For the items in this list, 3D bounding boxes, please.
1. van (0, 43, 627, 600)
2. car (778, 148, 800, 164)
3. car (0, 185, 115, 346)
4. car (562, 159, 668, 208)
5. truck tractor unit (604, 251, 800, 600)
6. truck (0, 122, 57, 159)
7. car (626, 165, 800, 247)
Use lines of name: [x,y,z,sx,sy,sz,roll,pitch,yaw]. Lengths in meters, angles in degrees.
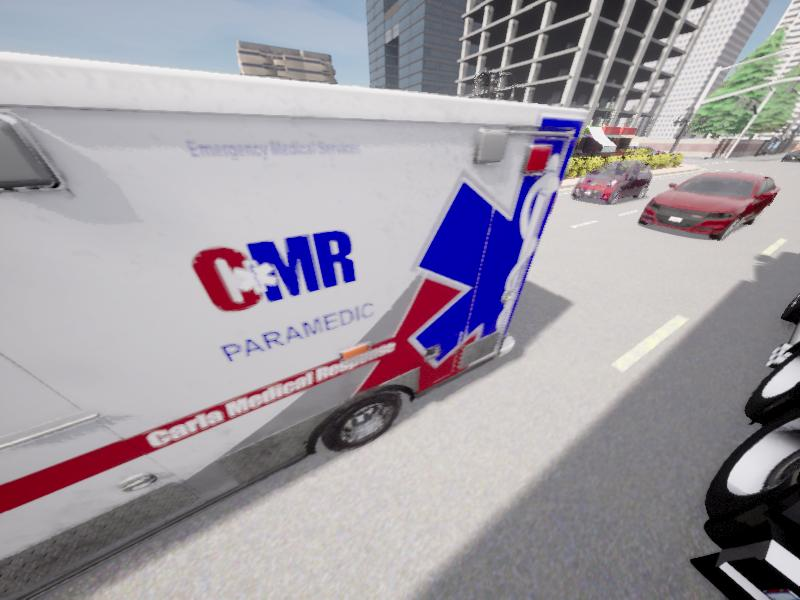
van: [-2.000,0.138,1.663,6.366,2.431,2.351,-17,38,-23]
car: [52.317,-18.761,30.022,5.008,1.535,1.882,-13,37,-19]
car: [-7.667,-0.056,2.604,5.027,1.651,2.152,-17,38,-23]
car: [9.670,-5.386,10.476,3.633,1.501,1.845,-17,39,-23]
truck tractor unit: [5.087,-0.324,0.814,6.516,4.208,3.053,-19,39,-25]
truck: [-52.166,-21.318,30.893,2.891,3.827,8.468,-16,38,-23]
car: [9.948,-3.194,7.324,5.008,1.535,1.882,-18,39,-23]
